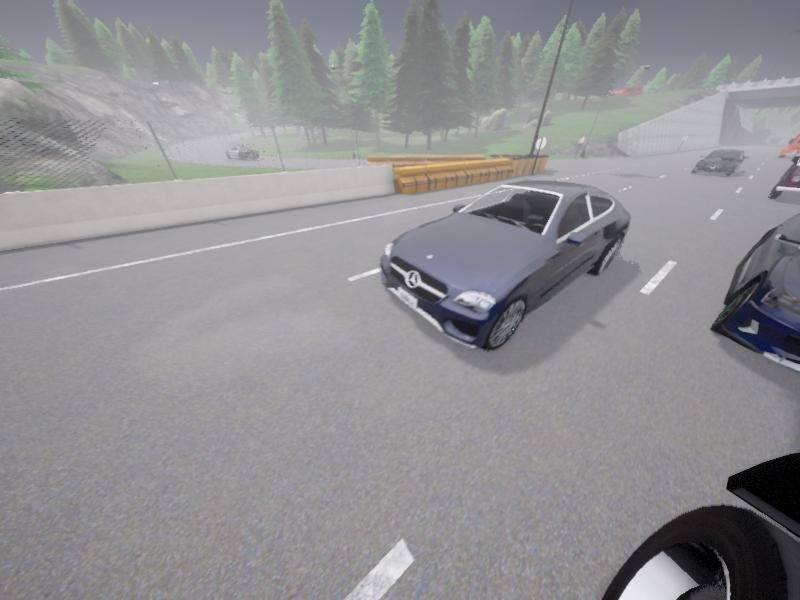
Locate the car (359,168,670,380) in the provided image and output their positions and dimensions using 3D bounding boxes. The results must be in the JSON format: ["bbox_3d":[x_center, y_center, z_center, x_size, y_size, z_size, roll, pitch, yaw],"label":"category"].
[{"bbox_3d":[2.122,-1.121,4.072,5.027,1.651,2.152,-23,41,-29],"label":"car"}]

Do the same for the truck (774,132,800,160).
[{"bbox_3d":[45.653,-17.413,26.053,5.204,2.467,2.627,-23,41,-29],"label":"truck"}]

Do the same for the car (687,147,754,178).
[{"bbox_3d":[22.352,-9.638,16.080,4.892,1.490,1.837,-23,41,-29],"label":"car"}]

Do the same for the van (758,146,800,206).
[{"bbox_3d":[17.197,-5.184,9.336,4.480,2.038,2.069,-23,41,-29],"label":"van"}]

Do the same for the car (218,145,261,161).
[{"bbox_3d":[-20.105,-18.485,28.968,4.974,1.542,2.038,20,40,25],"label":"car"}]

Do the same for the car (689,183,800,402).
[{"bbox_3d":[6.218,-0.354,2.943,4.856,1.649,2.033,-23,41,-29],"label":"car"}]
